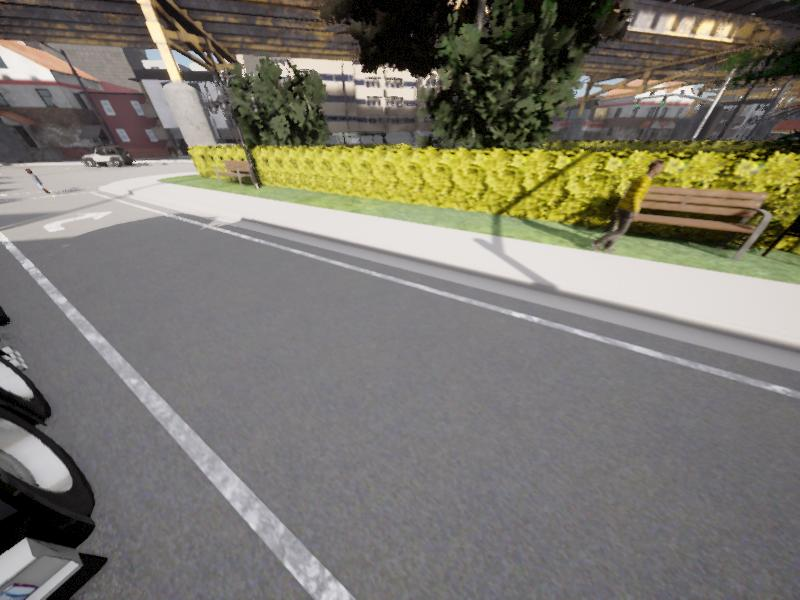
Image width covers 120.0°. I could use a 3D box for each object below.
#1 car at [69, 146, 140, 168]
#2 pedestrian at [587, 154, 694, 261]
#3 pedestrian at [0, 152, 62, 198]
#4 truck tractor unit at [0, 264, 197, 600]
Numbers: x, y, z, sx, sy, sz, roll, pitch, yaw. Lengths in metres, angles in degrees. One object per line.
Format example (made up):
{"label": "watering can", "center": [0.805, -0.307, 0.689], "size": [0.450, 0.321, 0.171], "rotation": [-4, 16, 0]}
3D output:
{"label": "car", "center": [-31.222, -15.286, 24.634], "size": [3.866, 1.878, 1.905], "rotation": [-9, 36, -12]}
{"label": "pedestrian", "center": [4.703, -1.877, 4.738], "size": [0.751, 1.860, 0.751], "rotation": [20, 40, 27]}
{"label": "pedestrian", "center": [-17.954, -6.115, 11.306], "size": [0.751, 1.860, 0.751], "rotation": [28, 44, 34]}
{"label": "truck tractor unit", "center": [-5.113, -0.296, 0.792], "size": [6.516, 4.208, 3.053], "rotation": [18, 39, 24]}
